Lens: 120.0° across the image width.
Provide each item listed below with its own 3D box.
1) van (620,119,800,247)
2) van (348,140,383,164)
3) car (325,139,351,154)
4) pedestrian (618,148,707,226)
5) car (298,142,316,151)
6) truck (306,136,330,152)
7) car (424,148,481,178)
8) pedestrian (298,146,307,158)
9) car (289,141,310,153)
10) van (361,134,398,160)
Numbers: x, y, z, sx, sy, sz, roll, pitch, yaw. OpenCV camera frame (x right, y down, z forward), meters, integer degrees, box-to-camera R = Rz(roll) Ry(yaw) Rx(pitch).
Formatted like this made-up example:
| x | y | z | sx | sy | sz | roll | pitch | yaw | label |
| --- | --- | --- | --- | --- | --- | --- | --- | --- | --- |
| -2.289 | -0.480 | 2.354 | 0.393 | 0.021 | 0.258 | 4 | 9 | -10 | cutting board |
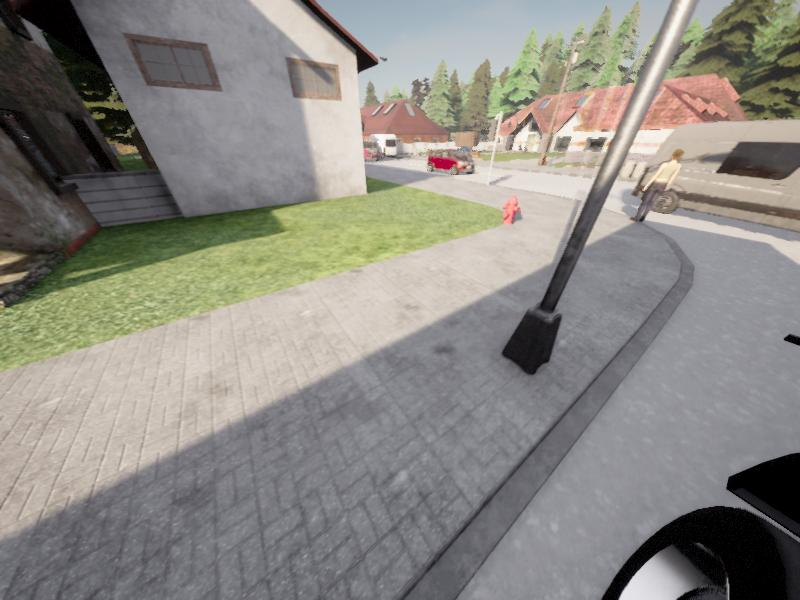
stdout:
| x | y | z | sx | sy | sz | roll | pitch | yaw | label |
| --- | --- | --- | --- | --- | --- | --- | --- | --- | --- |
| 10.425 | -3.273 | 6.280 | 1.988 | 2.561 | 5.915 | -7 | 36 | -13 | van |
| -3.823 | -16.448 | 25.550 | 1.775 | 1.987 | 4.442 | -22 | 41 | -28 | van |
| -10.608 | -26.165 | 39.329 | 2.150 | 2.045 | 5.566 | -22 | 40 | -27 | car |
| 7.264 | -3.188 | 6.548 | 0.751 | 1.860 | 0.751 | 14 | 38 | 19 | pedestrian |
| -20.707 | -34.273 | 51.355 | 2.038 | 1.542 | 4.974 | -21 | 40 | -27 | car |
| -16.365 | -31.121 | 46.050 | 2.627 | 2.467 | 5.204 | -22 | 41 | -27 | truck |
| 3.651 | -10.048 | 16.790 | 1.789 | 1.549 | 3.705 | -22 | 41 | -28 | car |
| -12.435 | -18.869 | 29.418 | 0.751 | 1.300 | 0.751 | -15 | 38 | -20 | pedestrian |
| -19.076 | -28.989 | 43.725 | 2.242 | 1.667 | 4.611 | -22 | 41 | -28 | car |
| -2.722 | -19.804 | 29.828 | 1.988 | 2.561 | 5.915 | -22 | 41 | -27 | van |
